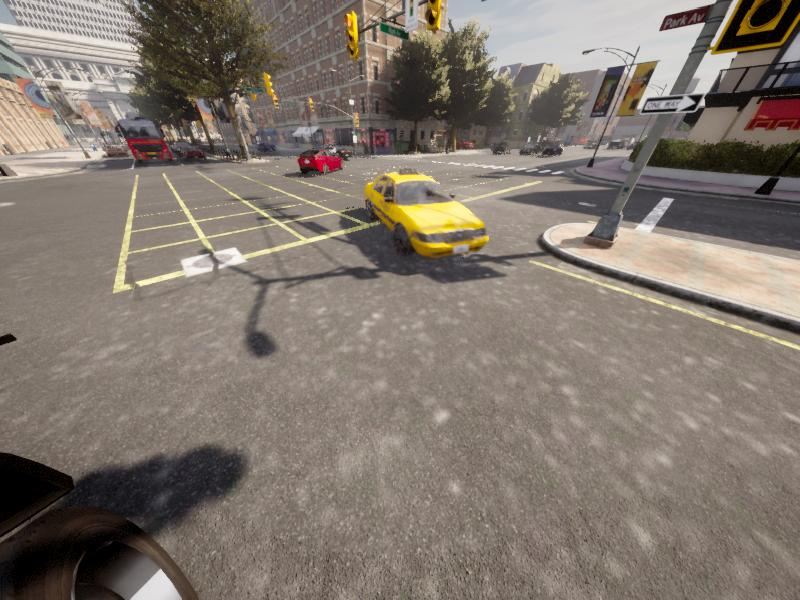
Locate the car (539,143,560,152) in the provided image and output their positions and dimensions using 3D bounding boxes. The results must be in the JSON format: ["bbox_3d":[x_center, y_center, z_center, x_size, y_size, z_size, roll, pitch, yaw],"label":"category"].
[{"bbox_3d":[31.212,-31.889,48.185,4.674,1.442,1.812,-28,44,-34],"label":"car"}]

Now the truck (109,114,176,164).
[{"bbox_3d":[-27.249,-17.094,24.681,2.891,3.827,8.468,-28,44,-34],"label":"truck"}]

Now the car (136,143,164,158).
[{"bbox_3d":[-32.422,-19.416,29.981,1.970,1.475,3.806,-28,44,-34],"label":"car"}]

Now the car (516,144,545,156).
[{"bbox_3d":[20.425,-23.477,36.116,4.892,1.490,1.837,-28,44,-34],"label":"car"}]

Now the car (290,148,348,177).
[{"bbox_3d":[-5.908,-10.555,17.539,2.007,1.525,4.514,7,35,10],"label":"car"}]

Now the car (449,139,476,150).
[{"bbox_3d":[14.071,-35.466,52.621,2.150,2.045,5.566,-26,43,-32],"label":"car"}]

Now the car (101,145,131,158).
[{"bbox_3d":[-36.836,-19.373,30.036,1.895,1.301,4.718,-28,44,-34],"label":"car"}]

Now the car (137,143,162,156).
[{"bbox_3d":[-36.886,-22.195,33.990,1.994,1.385,4.181,-28,44,-34],"label":"car"}]

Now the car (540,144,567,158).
[{"bbox_3d":[22.425,-21.804,33.723,3.633,1.501,1.845,-28,44,-34],"label":"car"}]

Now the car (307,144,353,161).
[{"bbox_3d":[-8.295,-17.583,27.510,4.974,1.542,2.038,15,37,20],"label":"car"}]

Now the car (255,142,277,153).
[{"bbox_3d":[-23.152,-26.315,39.876,1.812,1.442,4.674,-28,44,-34],"label":"car"}]

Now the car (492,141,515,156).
[{"bbox_3d":[16.774,-24.665,37.431,1.905,1.878,3.866,24,42,29],"label":"car"}]

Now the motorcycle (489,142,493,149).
[{"bbox_3d":[22.553,-38.274,57.107,0.764,1.277,2.356,2,34,20],"label":"motorcycle"}]

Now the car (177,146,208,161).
[{"bbox_3d":[-24.264,-17.156,26.987,1.895,1.301,4.718,-28,44,-34],"label":"car"}]

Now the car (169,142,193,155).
[{"bbox_3d":[-32.921,-22.725,34.677,1.970,1.475,3.806,-27,44,-33],"label":"car"}]

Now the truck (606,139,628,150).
[{"bbox_3d":[54.061,-38.730,57.496,6.274,2.098,2.390,-28,44,-34],"label":"truck"}]

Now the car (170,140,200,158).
[{"bbox_3d":[-28.926,-20.319,31.013,2.097,1.767,4.553,-28,44,-34],"label":"car"}]

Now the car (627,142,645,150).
[{"bbox_3d":[57.663,-37.703,56.461,4.856,1.649,2.033,-28,44,-34],"label":"car"}]

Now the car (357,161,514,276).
[{"bbox_3d":[0.302,-2.736,6.434,1.801,1.575,5.366,-11,37,-16],"label":"car"}]
